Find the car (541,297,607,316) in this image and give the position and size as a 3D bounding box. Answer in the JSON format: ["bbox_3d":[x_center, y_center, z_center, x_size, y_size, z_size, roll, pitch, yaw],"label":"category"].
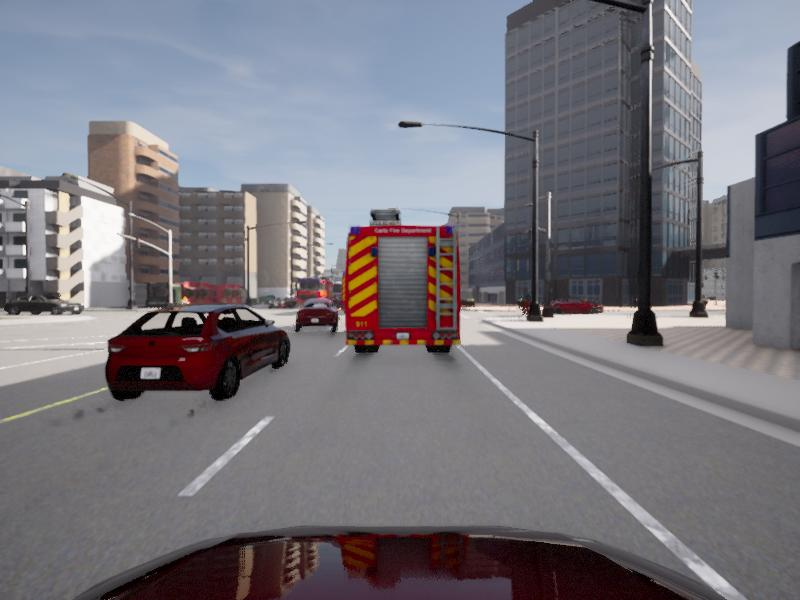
[{"bbox_3d":[13.187,0.477,30.535,4.181,1.385,1.994,0,1,0],"label":"car"}]

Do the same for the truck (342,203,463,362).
[{"bbox_3d":[0.089,-0.465,13.863,2.891,3.827,8.468,0,1,0],"label":"truck"}]

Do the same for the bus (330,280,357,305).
[{"bbox_3d":[-10.106,-1.231,72.916,3.944,4.253,10.273,0,0,-4],"label":"bus"}]

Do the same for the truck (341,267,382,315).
[{"bbox_3d":[-3.278,-0.797,36.305,2.891,3.827,8.468,0,1,0],"label":"truck"}]

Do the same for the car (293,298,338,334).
[{"bbox_3d":[-3.916,0.663,19.130,1.812,1.442,4.674,0,1,-8],"label":"car"}]

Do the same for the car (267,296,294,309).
[{"bbox_3d":[-13.721,0.280,46.108,1.970,1.475,3.806,0,0,0],"label":"car"}]

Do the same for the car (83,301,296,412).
[{"bbox_3d":[-3.455,0.794,7.629,1.816,1.474,4.193,0,1,0],"label":"car"}]

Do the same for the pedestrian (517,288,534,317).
[{"bbox_3d":[8.236,0.143,26.163,0.751,1.860,0.751,-1,1,-32],"label":"pedestrian"}]

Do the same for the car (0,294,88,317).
[{"bbox_3d":[-27.612,0.402,31.109,5.027,1.651,2.152,0,1,1],"label":"car"}]

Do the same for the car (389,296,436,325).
[{"bbox_3d":[0.889,0.523,24.427,2.038,1.542,4.974,0,1,12],"label":"car"}]

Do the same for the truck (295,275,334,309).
[{"bbox_3d":[-10.223,-0.917,48.749,2.891,3.827,8.468,0,0,0],"label":"truck"}]
